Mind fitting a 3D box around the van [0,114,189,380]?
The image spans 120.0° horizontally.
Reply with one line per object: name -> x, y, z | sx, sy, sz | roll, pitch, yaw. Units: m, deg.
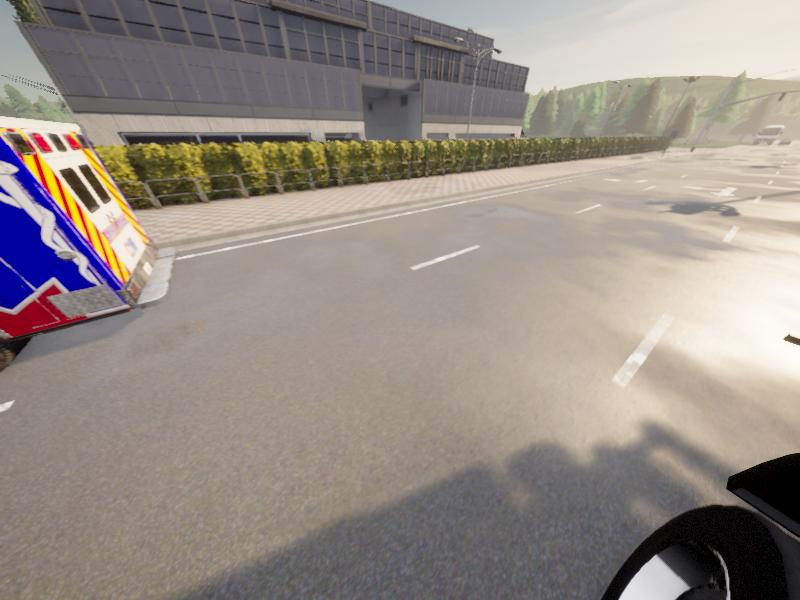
van -> -6.514, -0.122, 2.027 | 6.366, 2.431, 2.351 | -22, 41, -28
